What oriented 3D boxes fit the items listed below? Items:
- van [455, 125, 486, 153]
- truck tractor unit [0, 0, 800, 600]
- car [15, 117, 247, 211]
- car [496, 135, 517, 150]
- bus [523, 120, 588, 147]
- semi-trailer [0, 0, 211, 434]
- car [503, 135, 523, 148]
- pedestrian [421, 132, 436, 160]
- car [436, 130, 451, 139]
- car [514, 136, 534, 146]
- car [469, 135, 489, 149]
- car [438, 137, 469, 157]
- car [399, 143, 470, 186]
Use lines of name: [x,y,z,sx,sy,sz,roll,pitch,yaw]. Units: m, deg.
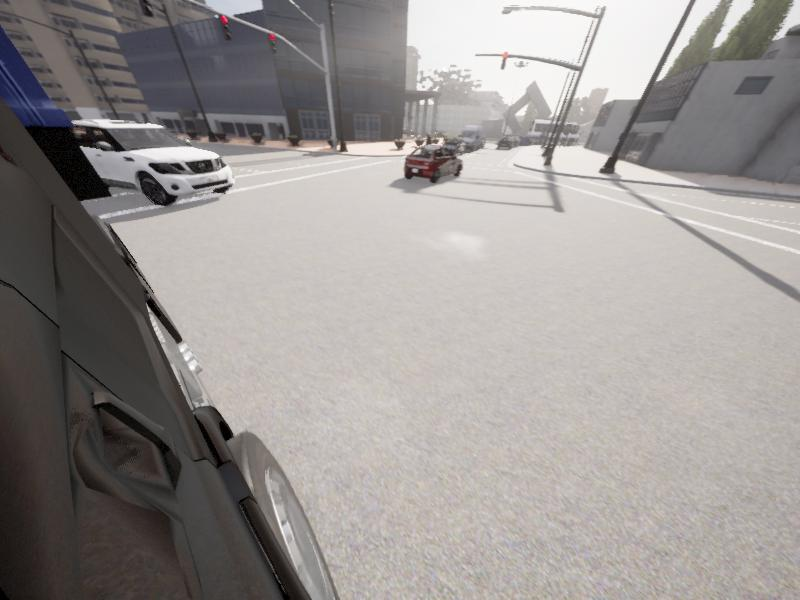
van: [8.797,-20.042,28.649,1.988,2.561,5.915,18,40,19]
truck tractor unit: [-2.645,-0.295,0.351,6.516,4.208,3.053,28,44,30]
car: [-8.507,-4.630,7.632,5.566,2.045,2.150,13,39,14]
car: [15.906,-23.502,34.413,1.930,1.638,5.238,18,40,19]
bus: [33.174,-36.120,50.016,10.273,4.253,3.944,7,39,5]
semi-trailer: [-9.313,-3.079,3.534,14.254,4.402,2.717,20,40,22]
car: [19.350,-27.087,39.378,1.930,1.638,5.238,21,41,23]
pedestrian: [2.271,-12.439,18.692,0.751,1.860,0.751,24,42,26]
car: [11.758,-44.680,62.370,2.242,1.667,4.611,-7,38,-12]
car: [23.717,-30.298,44.041,1.816,1.474,4.193,30,45,32]
car: [11.615,-23.206,33.856,1.845,1.501,3.633,17,39,19]
car: [5.533,-15.656,23.516,1.816,1.474,4.193,18,40,19]
car: [1.932,-7.317,12.258,1.816,1.474,4.193,24,42,26]
